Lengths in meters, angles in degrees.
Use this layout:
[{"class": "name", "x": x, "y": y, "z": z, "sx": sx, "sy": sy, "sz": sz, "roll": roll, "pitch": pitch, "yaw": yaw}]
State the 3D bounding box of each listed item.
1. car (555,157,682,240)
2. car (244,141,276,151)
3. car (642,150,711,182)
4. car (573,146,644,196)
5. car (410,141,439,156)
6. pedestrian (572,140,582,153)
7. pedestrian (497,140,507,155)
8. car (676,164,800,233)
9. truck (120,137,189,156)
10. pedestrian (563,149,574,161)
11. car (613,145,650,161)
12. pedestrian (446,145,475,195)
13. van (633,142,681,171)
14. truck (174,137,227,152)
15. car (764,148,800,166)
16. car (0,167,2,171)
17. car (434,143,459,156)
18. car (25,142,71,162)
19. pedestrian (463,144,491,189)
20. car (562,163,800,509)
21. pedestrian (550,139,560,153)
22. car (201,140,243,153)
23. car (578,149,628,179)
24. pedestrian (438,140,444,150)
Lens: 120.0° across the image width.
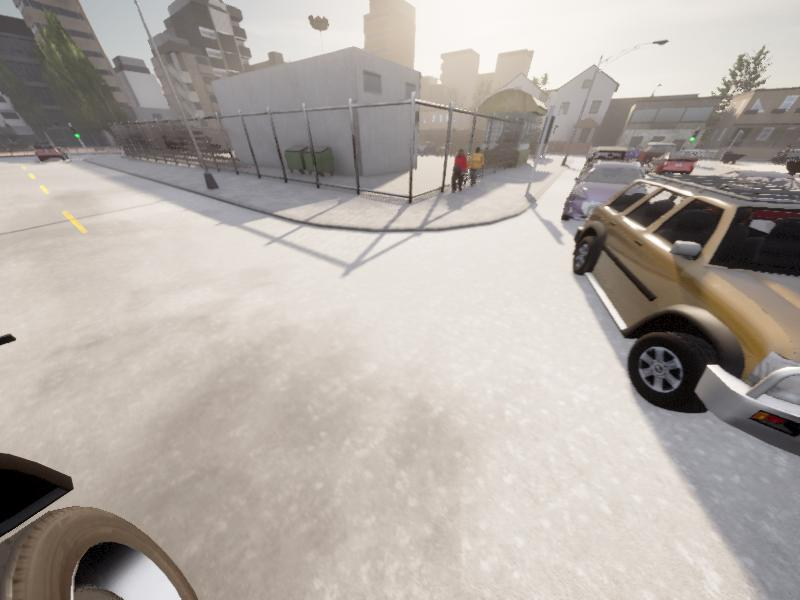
[{"class": "car", "x": 7.102, "y": -3.792, "z": 7.936, "sx": 2.033, "sy": 1.649, "sz": 4.856, "roll": 22, "pitch": 41, "yaw": 28}, {"class": "car", "x": -26.903, "y": -29.674, "z": 44.517, "sx": 1.812, "sy": 1.442, "sz": 4.674, "roll": 22, "pitch": 41, "yaw": 28}, {"class": "car", "x": 19.068, "y": -9.526, "z": 16.255, "sx": 2.007, "sy": 1.525, "sz": 4.514, "roll": 22, "pitch": 40, "yaw": 28}, {"class": "car", "x": 10.880, "y": -7.005, "z": 12.296, "sx": 1.905, "sy": 1.878, "sz": 3.866, "roll": 22, "pitch": 41, "yaw": 28}, {"class": "car", "x": 3.775, "y": -22.853, "z": 34.792, "sx": 2.242, "sy": 1.667, "sz": 4.611, "roll": 22, "pitch": 41, "yaw": 28}, {"class": "pedestrian", "x": 30.973, "y": -26.803, "z": 40.350, "sx": 0.751, "sy": 1.860, "sz": 0.751, "roll": 22, "pitch": 41, "yaw": 28}, {"class": "pedestrian", "x": 15.422, "y": -23.067, "z": 34.921, "sx": 0.751, "sy": 1.860, "sz": 0.751, "roll": 29, "pitch": 44, "yaw": 34}, {"class": "car", "x": 12.251, "y": -3.848, "z": 8.282, "sx": 1.994, "sy": 1.385, "sz": 4.181, "roll": 22, "pitch": 40, "yaw": 27}, {"class": "truck", "x": -35.787, "y": -22.651, "z": 33.912, "sx": 2.390, "sy": 2.098, "sz": 6.274, "roll": 22, "pitch": 41, "yaw": 28}, {"class": "pedestrian", "x": 19.297, "y": -16.654, "z": 26.517, "sx": 0.500, "sy": 1.100, "sz": 0.500, "roll": -20, "pitch": 40, "yaw": -27}, {"class": "car", "x": 29.617, "y": -18.921, "z": 29.716, "sx": 1.816, "sy": 1.474, "sz": 4.193, "roll": 13, "pitch": 37, "yaw": 16}, {"class": "pedestrian", "x": 2.649, "y": -5.762, "z": 10.253, "sx": 0.751, "sy": 1.860, "sz": 0.751, "roll": 25, "pitch": 42, "yaw": 30}, {"class": "van", "x": 23.584, "y": -13.413, "z": 21.411, "sx": 1.775, "sy": 1.987, "sz": 4.442, "roll": 22, "pitch": 41, "yaw": 28}, {"class": "truck", "x": -34.908, "y": -27.422, "z": 40.686, "sx": 2.390, "sy": 2.098, "sz": 6.274, "roll": 22, "pitch": 41, "yaw": 28}, {"class": "car", "x": 42.663, "y": -14.783, "z": 23.953, "sx": 4.792, "sy": 1.488, "sz": 2.163, "roll": 22, "pitch": 41, "yaw": 28}, {"class": "car", "x": -32.689, "y": -10.747, "z": 17.596, "sx": 4.193, "sy": 1.474, "sz": 1.816, "roll": 22, "pitch": 40, "yaw": 27}, {"class": "car", "x": 6.796, "y": -22.086, "z": 33.847, "sx": 1.816, "sy": 1.474, "sz": 4.193, "roll": 22, "pitch": 41, "yaw": 28}, {"class": "car", "x": -37.990, "y": -16.139, "z": 25.084, "sx": 1.851, "sy": 1.617, "sz": 3.988, "roll": -30, "pitch": 45, "yaw": -35}, {"class": "pedestrian", "x": 3.788, "y": -6.611, "z": 11.466, "sx": 0.751, "sy": 1.860, "sz": 0.751, "roll": 22, "pitch": 41, "yaw": 28}, {"class": "car", "x": 3.949, "y": -0.409, "z": 2.893, "sx": 1.932, "sy": 1.855, "sz": 4.605, "roll": 12, "pitch": 37, "yaw": 16}, {"class": "pedestrian", "x": 26.297, "y": -26.173, "z": 39.244, "sx": 0.751, "sy": 1.860, "sz": 0.751, "roll": 15, "pitch": 38, "yaw": 19}, {"class": "car", "x": -30.684, "y": -26.697, "z": 40.091, "sx": 1.930, "sy": 1.638, "sz": 5.238, "roll": 22, "pitch": 41, "yaw": 28}, {"class": "car", "x": 15.179, "y": -10.372, "z": 17.437, "sx": 2.128, "sy": 1.511, "sz": 4.902, "roll": 22, "pitch": 41, "yaw": 28}, {"class": "pedestrian", "x": 8.676, "y": -32.547, "z": 48.489, "sx": 0.751, "sy": 1.860, "sz": 0.751, "roll": 23, "pitch": 41, "yaw": 28}]
